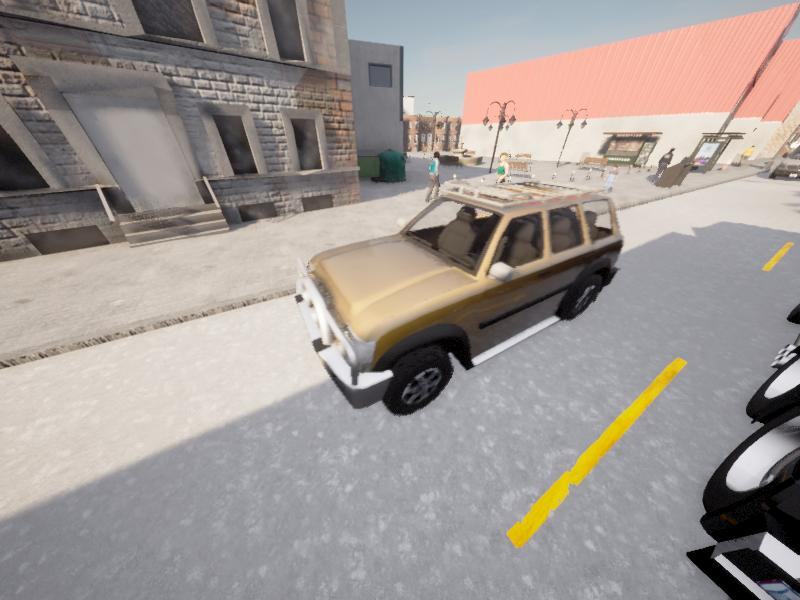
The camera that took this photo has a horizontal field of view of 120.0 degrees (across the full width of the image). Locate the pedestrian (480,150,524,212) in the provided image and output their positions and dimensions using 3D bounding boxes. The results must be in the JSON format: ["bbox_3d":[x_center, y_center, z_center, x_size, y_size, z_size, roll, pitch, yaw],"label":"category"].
[{"bbox_3d":[3.602,-4.279,8.321,0.751,1.860,0.751,-14,37,-20],"label":"pedestrian"}]

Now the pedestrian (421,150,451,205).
[{"bbox_3d":[1.422,-4.959,9.367,0.751,1.860,0.751,-20,40,-27],"label":"pedestrian"}]

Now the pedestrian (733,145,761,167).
[{"bbox_3d":[35.106,-14.609,23.394,0.751,1.860,0.751,-28,44,-34],"label":"pedestrian"}]

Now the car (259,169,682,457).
[{"bbox_3d":[1.058,-0.531,3.130,4.605,1.855,1.932,-18,39,-25],"label":"car"}]

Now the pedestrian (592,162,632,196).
[{"bbox_3d":[10.092,-5.799,11.042,0.751,1.300,0.751,-21,40,-27],"label":"pedestrian"}]

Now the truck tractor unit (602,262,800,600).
[{"bbox_3d":[5.105,-0.307,0.787,6.516,4.208,3.053,-18,39,-24],"label":"truck tractor unit"}]

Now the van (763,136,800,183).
[{"bbox_3d":[28.739,-9.843,16.129,5.915,2.561,1.988,-18,39,-25],"label":"van"}]

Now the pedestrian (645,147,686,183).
[{"bbox_3d":[16.144,-8.233,14.093,0.751,1.860,0.751,-16,38,-22],"label":"pedestrian"}]
